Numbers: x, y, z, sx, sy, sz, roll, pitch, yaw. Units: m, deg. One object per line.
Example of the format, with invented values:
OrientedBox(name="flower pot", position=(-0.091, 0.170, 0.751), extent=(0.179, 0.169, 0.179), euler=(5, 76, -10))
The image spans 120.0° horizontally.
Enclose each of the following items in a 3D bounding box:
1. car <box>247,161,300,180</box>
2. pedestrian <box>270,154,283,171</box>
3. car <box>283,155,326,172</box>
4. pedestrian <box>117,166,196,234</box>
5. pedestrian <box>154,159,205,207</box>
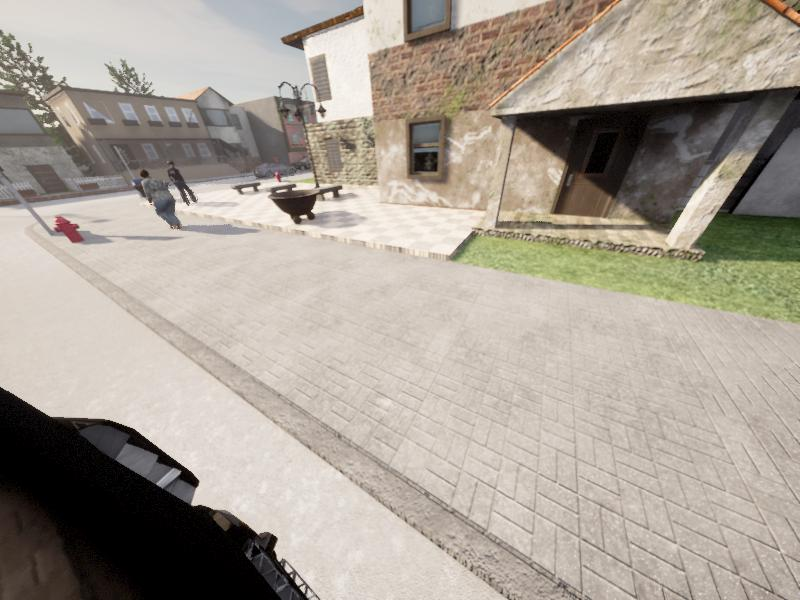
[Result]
OrientedBox(name="car", position=(-13.085, -13.598, 24.173), extent=(1.994, 1.385, 4.181), euler=(18, 39, 28))
OrientedBox(name="pedestrian", position=(-17.155, -19.082, 32.062), extent=(0.751, 1.860, 0.751), euler=(2, 34, 8))
OrientedBox(name="car", position=(-12.790, -18.568, 31.384), extent=(1.930, 1.638, 5.238), euler=(15, 38, 25))
OrientedBox(name="pedestrian", position=(-7.676, -3.188, 7.400), extent=(0.751, 1.860, 0.751), euler=(8, 35, 15))
OrientedBox(name="pedestrian", position=(-10.124, -5.400, 10.703), extent=(0.751, 1.860, 0.751), euler=(-9, 34, -8))
